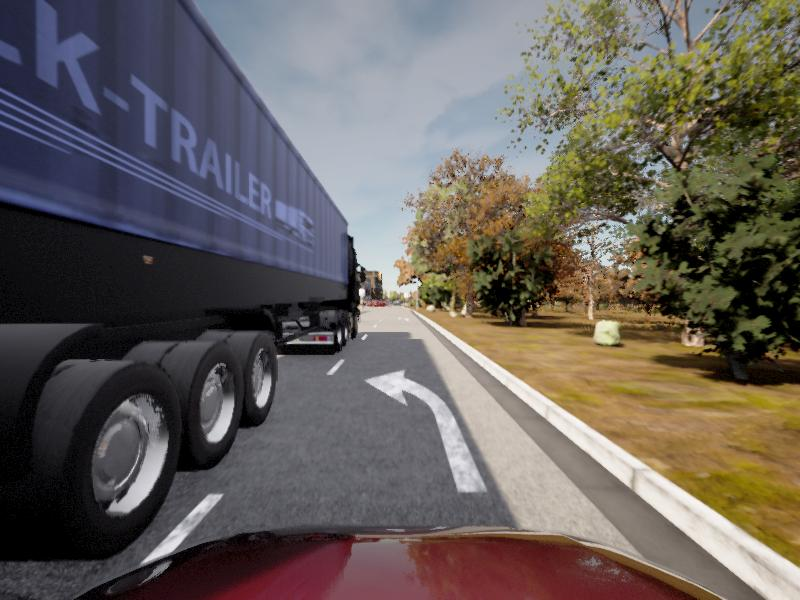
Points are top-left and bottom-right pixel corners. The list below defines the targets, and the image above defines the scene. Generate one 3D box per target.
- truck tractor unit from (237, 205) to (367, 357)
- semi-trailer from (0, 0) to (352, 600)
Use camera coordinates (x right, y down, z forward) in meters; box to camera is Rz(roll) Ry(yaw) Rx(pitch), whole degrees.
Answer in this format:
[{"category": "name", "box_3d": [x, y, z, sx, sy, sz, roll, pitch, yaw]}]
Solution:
[{"category": "truck tractor unit", "box_3d": [-2.999, -0.545, 14.354, 3.053, 4.208, 6.516, 0, 0, 0]}, {"category": "semi-trailer", "box_3d": [-2.996, -0.626, 6.435, 2.717, 4.402, 14.254, 0, 0, 0]}]
